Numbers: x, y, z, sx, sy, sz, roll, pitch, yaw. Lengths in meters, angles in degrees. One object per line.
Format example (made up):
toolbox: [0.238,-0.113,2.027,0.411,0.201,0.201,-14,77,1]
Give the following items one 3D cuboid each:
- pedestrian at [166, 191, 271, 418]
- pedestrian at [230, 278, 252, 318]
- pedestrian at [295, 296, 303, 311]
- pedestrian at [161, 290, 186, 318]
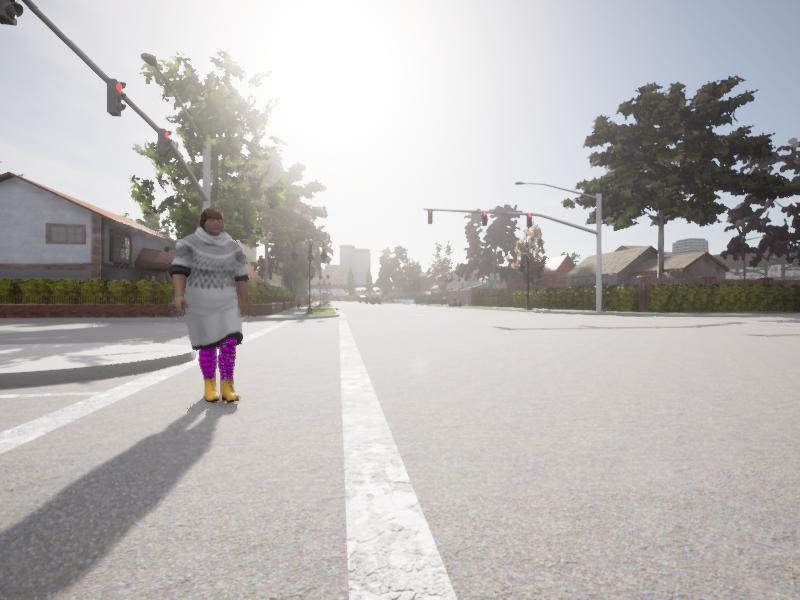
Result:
pedestrian: [-1.738,0.037,3.812,0.751,1.860,0.751,0,0,-39]
pedestrian: [-7.564,-0.109,19.081,0.751,1.860,0.751,0,0,0]
pedestrian: [-7.751,0.272,30.684,0.500,1.100,0.500,0,0,-9]
pedestrian: [-10.702,0.165,18.922,0.751,1.300,0.751,0,0,-4]
